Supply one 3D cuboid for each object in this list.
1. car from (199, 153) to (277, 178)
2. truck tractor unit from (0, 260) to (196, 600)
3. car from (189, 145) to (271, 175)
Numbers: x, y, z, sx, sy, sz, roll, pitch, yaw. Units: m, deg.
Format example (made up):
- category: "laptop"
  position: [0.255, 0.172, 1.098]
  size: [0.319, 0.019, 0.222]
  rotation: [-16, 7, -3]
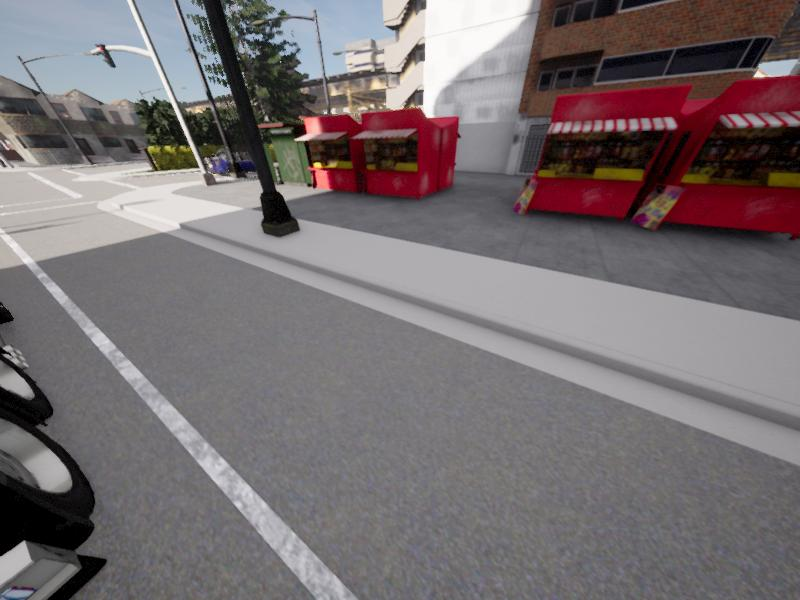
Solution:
- category: "car"
  position: [-13.505, -11.564, 19.651]
  size: [2.163, 1.488, 4.792]
  rotation: [18, 39, 26]
- category: "truck tractor unit"
  position: [-5.102, -0.310, 0.791]
  size: [6.516, 4.208, 3.053]
  rotation: [19, 39, 24]
- category: "car"
  position: [-15.769, -13.413, 21.920]
  size: [2.150, 2.045, 5.566]
  rotation: [18, 39, 25]
